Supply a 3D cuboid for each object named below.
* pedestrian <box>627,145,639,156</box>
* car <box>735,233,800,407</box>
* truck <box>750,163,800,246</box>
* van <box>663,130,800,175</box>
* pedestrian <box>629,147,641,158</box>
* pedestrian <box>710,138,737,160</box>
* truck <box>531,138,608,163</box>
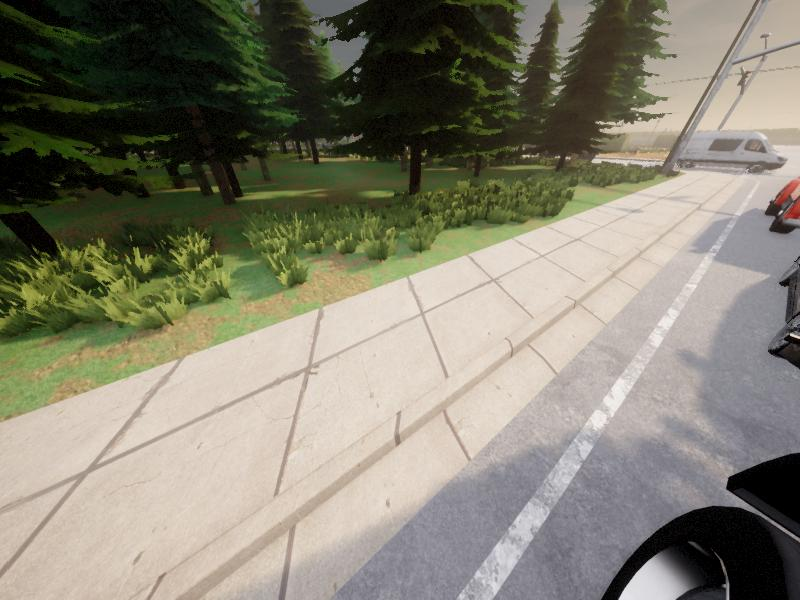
[{"bbox_3d":[30.366,-19.517,30.154,0.500,1.100,0.500,-3,35,-4],"label":"pedestrian"},{"bbox_3d":[6.439,-0.041,2.636,4.902,1.511,2.128,-22,41,-28],"label":"car"},{"bbox_3d":[12.430,-3.015,5.963,5.204,2.467,2.627,-23,41,-28],"label":"truck"},{"bbox_3d":[25.483,-11.506,17.911,1.988,2.561,5.915,-20,39,-26],"label":"van"},{"bbox_3d":[27.698,-17.427,27.250,0.500,1.100,0.500,-21,40,-26],"label":"pedestrian"},{"bbox_3d":[33.561,-15.660,24.006,0.751,1.860,0.751,22,41,28],"label":"pedestrian"},{"bbox_3d":[18.767,-16.914,26.021,2.390,2.098,6.274,-22,41,-28],"label":"truck"}]
